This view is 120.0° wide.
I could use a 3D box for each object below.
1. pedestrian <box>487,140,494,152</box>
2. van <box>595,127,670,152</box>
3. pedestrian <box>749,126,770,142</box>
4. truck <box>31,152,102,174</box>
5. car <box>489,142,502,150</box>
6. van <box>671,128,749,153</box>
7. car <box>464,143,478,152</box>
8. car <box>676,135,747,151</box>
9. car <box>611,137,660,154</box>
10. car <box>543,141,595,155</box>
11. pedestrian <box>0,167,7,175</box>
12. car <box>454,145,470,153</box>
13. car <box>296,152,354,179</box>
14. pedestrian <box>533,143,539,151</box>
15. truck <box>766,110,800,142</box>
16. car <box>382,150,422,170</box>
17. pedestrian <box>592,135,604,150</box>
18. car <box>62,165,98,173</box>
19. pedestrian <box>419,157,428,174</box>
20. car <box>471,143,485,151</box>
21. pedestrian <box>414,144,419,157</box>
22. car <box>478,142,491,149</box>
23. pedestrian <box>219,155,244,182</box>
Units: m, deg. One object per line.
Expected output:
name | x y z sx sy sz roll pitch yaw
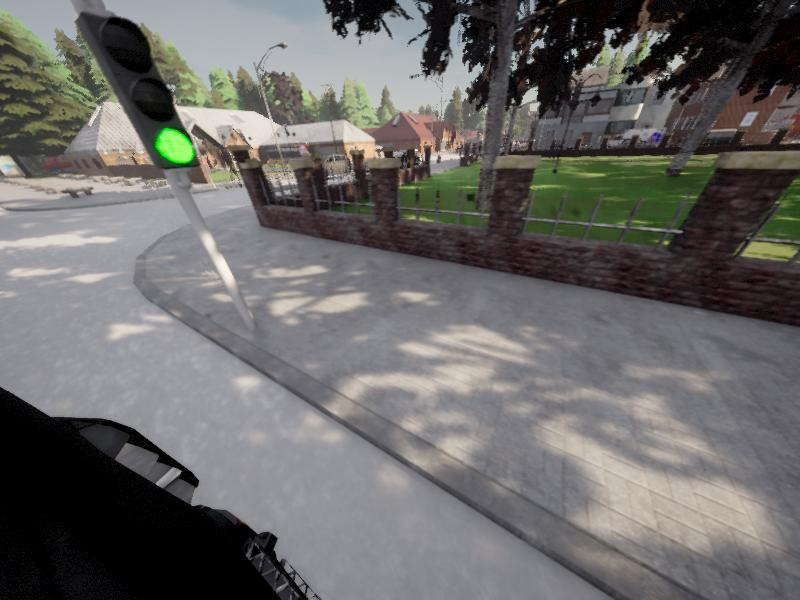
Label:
pedestrian | 17.823 -30.404 45.580 0.751 1.860 0.751 23 42 33
van | 30.773 -21.377 30.977 6.366 2.431 2.351 16 38 26
pedestrian | 54.939 -25.373 35.337 0.751 1.860 0.751 16 38 26
truck | -78.717 -32.624 54.909 2.891 3.827 8.468 16 38 26
car | 23.799 -38.546 57.654 1.882 1.535 5.008 16 38 26
van | 33.872 -17.567 25.512 4.442 1.987 1.775 15 38 24
car | 16.635 -35.848 54.143 1.851 1.617 3.988 16 38 26
car | 37.136 -18.842 27.768 4.718 1.301 1.895 18 39 28
car | 28.722 -18.919 28.302 3.633 1.501 1.845 15 38 25
car | 22.882 -20.711 31.507 5.357 1.411 2.033 17 39 27
pedestrian | -85.879 -27.799 49.458 0.751 1.860 0.751 12 37 20
car | 13.166 -32.205 49.234 1.994 1.385 4.181 16 38 26
car | -6.658 -12.347 21.110 2.242 1.667 4.611 17 39 26
pedestrian | 23.147 -25.983 39.292 0.500 1.100 0.500 16 38 26
truck | 60.805 -25.988 34.299 2.891 3.827 8.468 16 39 26
car | 0.346 -14.938 24.535 1.882 1.535 5.008 16 38 26
pedestrian | 30.372 -24.179 35.423 0.751 1.860 0.751 14 38 23
car | -74.986 -30.791 54.179 1.895 1.301 4.718 16 38 26
pedestrian | 1.810 -10.413 17.901 0.500 1.100 0.500 16 39 26
car | 19.914 -39.096 58.808 2.163 1.488 4.792 16 38 26
pedestrian | 2.876 -26.083 40.291 0.751 1.860 0.751 17 39 27
car | 23.142 -42.348 63.371 2.163 1.488 4.792 16 38 26
pedestrian | -13.647 -10.684 18.763 0.751 1.860 0.751 14 37 23
